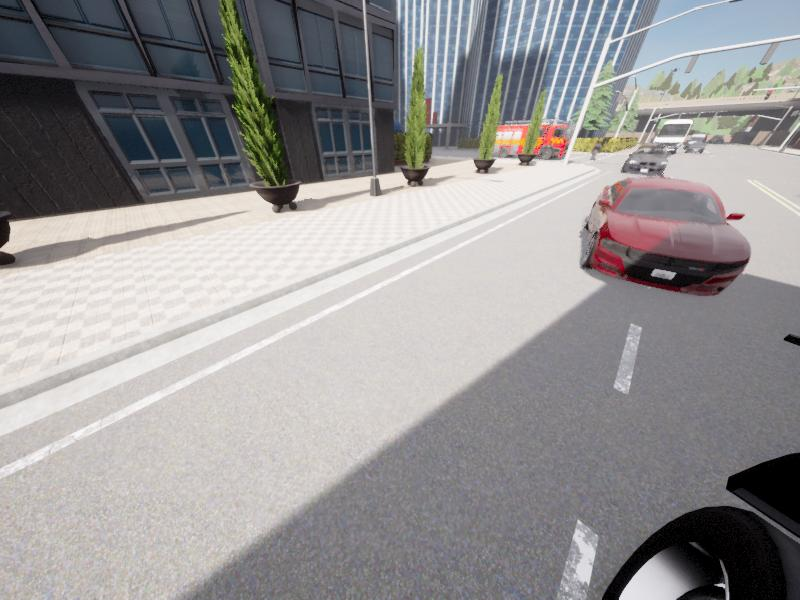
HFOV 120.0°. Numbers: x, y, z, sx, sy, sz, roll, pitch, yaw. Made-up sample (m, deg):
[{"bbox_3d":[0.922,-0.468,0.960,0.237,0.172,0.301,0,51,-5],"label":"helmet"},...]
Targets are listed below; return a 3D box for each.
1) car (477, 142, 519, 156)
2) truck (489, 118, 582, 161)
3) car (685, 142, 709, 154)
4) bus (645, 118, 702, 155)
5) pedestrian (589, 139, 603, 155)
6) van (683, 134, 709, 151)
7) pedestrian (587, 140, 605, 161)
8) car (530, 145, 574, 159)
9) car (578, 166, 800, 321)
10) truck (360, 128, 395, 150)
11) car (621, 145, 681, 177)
[{"bbox_3d":[14.243,-22.178,33.872,5.238,1.638,1.930,29,45,35],"label":"car"},{"bbox_3d":[15.835,-19.310,27.888,2.891,3.827,8.468,-30,45,-35],"label":"truck"},{"bbox_3d":[46.347,-23.806,36.127,1.812,1.442,4.674,30,45,35],"label":"car"},{"bbox_3d":[43.223,-25.900,36.685,3.944,4.253,10.273,30,45,35],"label":"bus"},{"bbox_3d":[28.647,-22.335,33.761,0.751,1.860,0.751,27,43,33],"label":"pedestrian"},{"bbox_3d":[57.686,-30.891,45.154,1.988,2.561,5.915,29,45,35],"label":"van"},{"bbox_3d":[21.509,-16.380,25.358,0.751,1.860,0.751,-29,44,-34],"label":"pedestrian"},{"bbox_3d":[19.517,-19.210,29.858,4.181,1.385,1.994,28,44,34],"label":"car"},{"bbox_3d":[5.496,-1.821,5.128,1.882,1.535,5.008,21,41,27],"label":"car"},{"bbox_3d":[-5.271,-36.849,52.939,8.468,3.827,2.891,29,45,35],"label":"truck"},{"bbox_3d":[18.149,-10.308,16.968,2.242,1.667,4.611,25,42,31],"label":"car"}]
